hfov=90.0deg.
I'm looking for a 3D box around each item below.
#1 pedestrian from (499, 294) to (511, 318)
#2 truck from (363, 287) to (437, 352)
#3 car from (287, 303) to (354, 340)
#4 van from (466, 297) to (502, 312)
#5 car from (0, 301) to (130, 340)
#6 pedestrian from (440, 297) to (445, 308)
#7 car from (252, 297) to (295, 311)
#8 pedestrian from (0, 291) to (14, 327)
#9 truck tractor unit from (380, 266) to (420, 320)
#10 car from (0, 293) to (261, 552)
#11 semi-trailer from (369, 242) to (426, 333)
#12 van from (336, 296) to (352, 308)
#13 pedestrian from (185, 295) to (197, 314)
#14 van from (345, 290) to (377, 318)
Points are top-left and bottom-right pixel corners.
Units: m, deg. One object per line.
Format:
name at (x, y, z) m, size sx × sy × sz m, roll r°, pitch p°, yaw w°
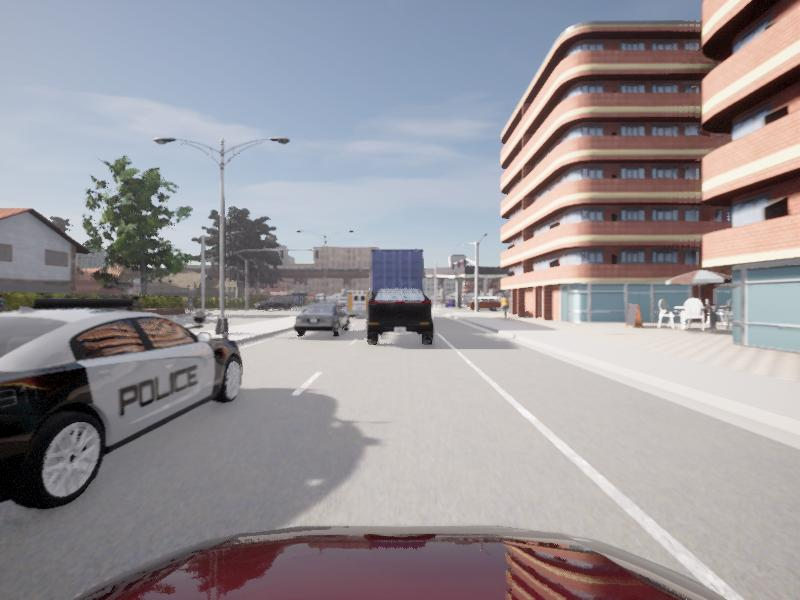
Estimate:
pedestrian at (8.271, 0.456, 31.579) m, size 0.751 × 1.860 × 0.751 m, roll 0°, pitch 0°, yaw 4°
truck at (-0.004, 0.561, 16.183) m, size 2.390 × 2.098 × 6.274 m, roll 0°, pitch 1°, yaw 0°
car at (-3.525, 0.890, 18.858) m, size 2.033 × 1.411 × 5.357 m, roll 0°, pitch 0°, yaw 0°
van at (11.630, 0.556, 55.679) m, size 4.480 × 2.038 × 2.069 m, roll 0°, pitch 0°, yaw -2°
car at (-14.995, 0.823, 18.253) m, size 2.038 × 1.542 × 4.974 m, roll 0°, pitch 0°, yaw 0°
pedestrian at (7.927, 0.465, 74.200) m, size 0.751 × 1.860 × 0.751 m, roll 0°, pitch 0°, yaw 0°
car at (-18.174, 0.553, 57.863) m, size 2.150 × 2.045 × 5.566 m, roll 1°, pitch 0°, yaw 42°
pedestrian at (-21.100, 0.479, 21.084) m, size 0.751 × 1.860 × 0.751 m, roll 0°, pitch 0°, yaw -6°
truck tractor unit at (-0.051, -0.526, 34.298) m, size 3.053 × 4.208 × 6.516 m, roll -1°, pitch 0°, yaw -1°
car at (-3.498, 0.770, 4.682) m, size 1.930 × 1.638 × 5.238 m, roll 0°, pitch 0°, yaw 0°
semi-trailer at (-0.055, -0.617, 26.367) m, size 2.717 × 4.402 × 14.254 m, roll 0°, pitch 0°, yaw 1°
van at (-11.478, 0.353, 82.529) m, size 2.351 × 2.431 × 6.366 m, roll 0°, pitch 0°, yaw 0°
pedestrian at (-20.849, 0.482, 39.874) m, size 0.751 × 1.860 × 0.751 m, roll 0°, pitch 0°, yaw 2°
van at (-3.521, 0.368, 37.725) m, size 2.351 × 2.431 × 6.366 m, roll 0°, pitch 0°, yaw 0°
